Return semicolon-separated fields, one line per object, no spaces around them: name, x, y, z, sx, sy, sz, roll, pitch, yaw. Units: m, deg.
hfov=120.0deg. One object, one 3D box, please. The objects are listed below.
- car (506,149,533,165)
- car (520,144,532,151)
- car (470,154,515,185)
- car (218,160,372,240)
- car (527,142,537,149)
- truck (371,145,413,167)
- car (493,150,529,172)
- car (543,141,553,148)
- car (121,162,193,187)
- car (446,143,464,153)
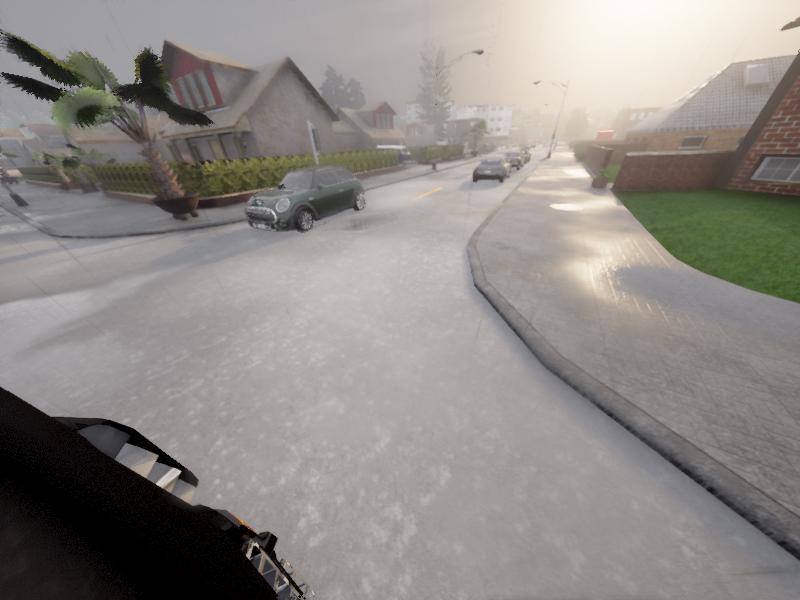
car;13.650;-16.295;26.249;1.895;1.301;4.718;17;38;27
car;31.986;-38.848;58.705;1.994;1.385;4.181;16;38;26
car;6.294;-8.887;15.597;1.994;1.385;4.181;14;37;24
car;-3.260;-3.894;8.426;2.097;1.767;4.553;14;37;24
car;40.539;-47.451;70.773;1.930;1.638;5.238;16;38;26
truck;-0.930;-17.384;27.829;4.478;2.038;2.069;18;39;24
car;10.289;-12.818;21.185;2.033;1.411;5.357;16;38;26
car;46.203;-48.522;72.226;2.152;1.651;5.027;16;38;26
car;-20.806;-10.919;20.014;1.845;1.501;3.633;14;37;24
car;14.027;-38.932;59.174;3.866;1.878;1.905;-16;36;-19
